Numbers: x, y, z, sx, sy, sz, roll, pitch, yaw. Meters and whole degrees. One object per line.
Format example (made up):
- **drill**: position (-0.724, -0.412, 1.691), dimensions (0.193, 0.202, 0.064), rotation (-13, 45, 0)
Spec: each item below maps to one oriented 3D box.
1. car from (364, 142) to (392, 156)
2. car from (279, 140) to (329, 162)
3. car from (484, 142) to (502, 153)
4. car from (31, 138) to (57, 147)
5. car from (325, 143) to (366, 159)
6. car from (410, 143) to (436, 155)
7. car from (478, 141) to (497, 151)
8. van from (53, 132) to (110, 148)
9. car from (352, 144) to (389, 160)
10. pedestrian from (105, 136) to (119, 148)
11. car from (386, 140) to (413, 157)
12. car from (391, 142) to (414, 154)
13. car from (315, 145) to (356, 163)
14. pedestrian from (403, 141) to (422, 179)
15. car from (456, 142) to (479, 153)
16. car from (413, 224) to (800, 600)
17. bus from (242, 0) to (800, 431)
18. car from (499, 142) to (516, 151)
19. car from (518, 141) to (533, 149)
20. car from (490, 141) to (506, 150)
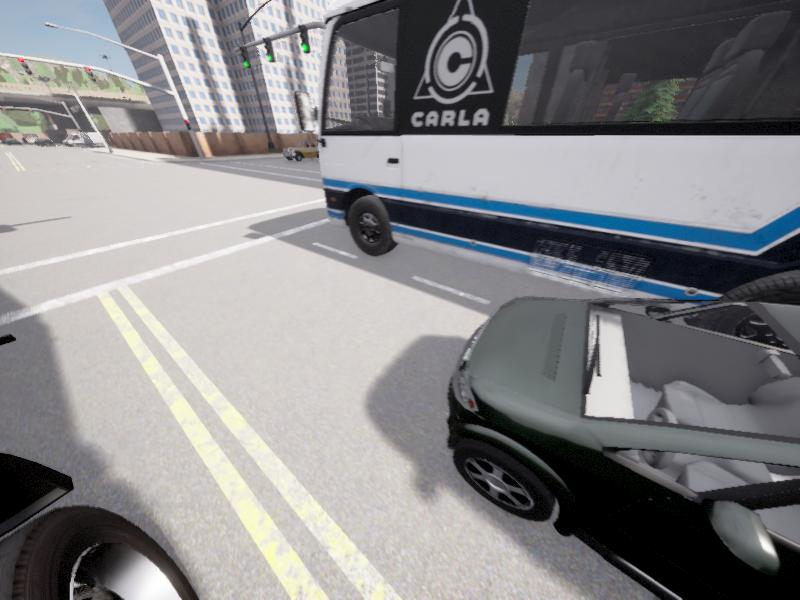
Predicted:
- **car**: position (-3.154, -22.279, 34.024), dimensions (1.851, 1.617, 3.988), rotation (23, 41, 28)
- **car**: position (-10.443, -16.500, 25.524), dimensions (1.932, 1.855, 4.605), rotation (24, 42, 30)
- **car**: position (17.229, -28.181, 42.658), dimensions (1.789, 1.549, 3.705), rotation (23, 41, 28)
- **car**: position (-75.008, -33.128, 48.674), dimensions (4.892, 1.490, 1.837), rotation (19, 39, 24)
- **car**: position (-6.899, -19.219, 29.758), dimensions (2.163, 1.488, 4.792), rotation (23, 41, 28)
- **car**: position (3.725, -24.273, 37.022), dimensions (1.837, 1.490, 4.892), rotation (23, 41, 28)
- **car**: position (18.603, -32.789, 49.130), dimensions (2.033, 1.649, 4.856), rotation (23, 41, 28)
- **van**: position (-64.215, -32.462, 46.823), dimensions (1.988, 2.561, 5.915), rotation (14, 37, 18)
- **car**: position (-3.525, -18.440, 28.725), dimensions (1.812, 1.442, 4.674), rotation (23, 41, 28)
- **pedestrian**: position (-53.848, -29.598, 43.204), dimensions (0.751, 1.860, 0.751), rotation (21, 40, 27)
- **car**: position (0.009, -21.456, 32.648), dimensions (1.905, 1.878, 3.866), rotation (23, 41, 28)
- **car**: position (0.443, -25.104, 38.180), dimensions (1.816, 1.474, 4.193), rotation (23, 41, 28)
- **car**: position (-6.836, -15.785, 24.900), dimensions (1.970, 1.475, 3.806), rotation (23, 41, 28)
- **pedestrian**: position (0.745, -8.289, 13.733), dimensions (0.751, 1.860, 0.751), rotation (25, 42, 30)
- **car**: position (12.310, -27.692, 41.946), dimensions (2.128, 1.511, 4.902), rotation (23, 41, 28)
- **car**: position (2.150, 0.923, 1.274), dimensions (3.705, 1.549, 1.789), rotation (22, 41, 28)
- **bus**: position (2.969, -2.228, 3.405), dimensions (10.273, 4.253, 3.944), rotation (22, 41, 28)
- **car**: position (22.844, -32.655, 49.119), dimensions (1.970, 1.475, 3.806), rotation (23, 41, 28)
- **car**: position (32.841, -40.697, 60.566), dimensions (2.242, 1.667, 4.611), rotation (23, 41, 28)
- **car**: position (23.192, -36.406, 54.436), dimensions (2.007, 1.525, 4.514), rotation (23, 41, 28)
